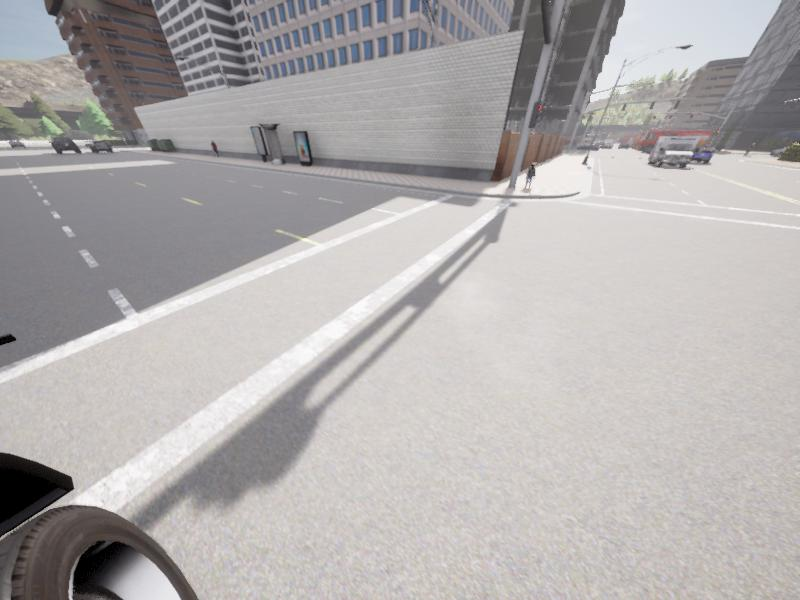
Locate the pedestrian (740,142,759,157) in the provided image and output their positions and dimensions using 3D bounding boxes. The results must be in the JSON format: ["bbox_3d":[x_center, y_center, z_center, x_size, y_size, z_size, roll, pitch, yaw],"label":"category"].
[{"bbox_3d":[54.287,-23.409,35.884,0.751,1.860,0.751,-28,44,-34],"label":"pedestrian"}]

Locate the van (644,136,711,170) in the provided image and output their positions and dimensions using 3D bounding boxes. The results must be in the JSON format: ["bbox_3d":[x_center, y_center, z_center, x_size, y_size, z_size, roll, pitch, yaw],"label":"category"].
[{"bbox_3d":[26.373,-14.322,22.356,2.351,2.431,6.366,22,41,28],"label":"van"}]

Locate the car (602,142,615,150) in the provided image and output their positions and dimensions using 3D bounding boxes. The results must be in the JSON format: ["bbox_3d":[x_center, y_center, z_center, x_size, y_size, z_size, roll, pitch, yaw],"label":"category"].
[{"bbox_3d":[52.430,-38.840,58.196,2.033,1.411,5.357,22,41,28],"label":"car"}]

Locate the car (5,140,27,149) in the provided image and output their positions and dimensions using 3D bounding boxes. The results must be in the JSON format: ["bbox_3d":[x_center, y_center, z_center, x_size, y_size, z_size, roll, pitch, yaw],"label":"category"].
[{"bbox_3d":[-81.545,-33.166,49.090,4.193,1.474,1.816,22,41,28],"label":"car"}]

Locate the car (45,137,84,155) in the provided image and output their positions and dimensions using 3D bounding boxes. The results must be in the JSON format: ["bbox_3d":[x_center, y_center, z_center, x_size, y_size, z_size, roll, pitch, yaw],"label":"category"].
[{"bbox_3d":[-49.937,-22.980,34.363,5.566,2.045,2.150,22,41,28],"label":"car"}]

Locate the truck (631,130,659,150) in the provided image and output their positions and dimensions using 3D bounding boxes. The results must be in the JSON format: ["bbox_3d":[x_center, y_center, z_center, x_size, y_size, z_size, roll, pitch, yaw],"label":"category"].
[{"bbox_3d":[62.071,-40.698,58.795,2.891,3.827,8.468,22,41,28],"label":"truck"}]

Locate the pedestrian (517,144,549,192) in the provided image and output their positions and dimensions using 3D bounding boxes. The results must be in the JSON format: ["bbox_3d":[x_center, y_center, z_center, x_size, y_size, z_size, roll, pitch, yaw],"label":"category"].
[{"bbox_3d":[6.144,-6.112,10.711,0.751,1.860,0.751,17,39,23],"label":"pedestrian"}]

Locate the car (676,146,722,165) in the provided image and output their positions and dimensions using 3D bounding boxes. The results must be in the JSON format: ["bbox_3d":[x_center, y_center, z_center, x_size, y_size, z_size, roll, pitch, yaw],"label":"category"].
[{"bbox_3d":[33.644,-16.408,26.146,2.007,1.525,4.514,23,41,29],"label":"car"}]

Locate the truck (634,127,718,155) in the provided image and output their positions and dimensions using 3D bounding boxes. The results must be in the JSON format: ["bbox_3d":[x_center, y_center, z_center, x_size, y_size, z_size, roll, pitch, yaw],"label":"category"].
[{"bbox_3d":[48.240,-28.211,40.987,8.468,3.827,2.891,21,40,27],"label":"truck"}]

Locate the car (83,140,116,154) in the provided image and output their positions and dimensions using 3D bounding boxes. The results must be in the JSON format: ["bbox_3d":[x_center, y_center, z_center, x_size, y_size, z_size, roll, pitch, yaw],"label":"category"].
[{"bbox_3d":[-47.867,-24.435,36.791,4.856,1.649,2.033,22,41,28],"label":"car"}]

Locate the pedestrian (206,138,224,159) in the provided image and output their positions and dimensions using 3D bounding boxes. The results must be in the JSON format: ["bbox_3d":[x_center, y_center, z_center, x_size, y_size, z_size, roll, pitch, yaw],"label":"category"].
[{"bbox_3d":[-20.541,-16.807,25.657,0.751,1.860,0.751,25,42,30],"label":"pedestrian"}]

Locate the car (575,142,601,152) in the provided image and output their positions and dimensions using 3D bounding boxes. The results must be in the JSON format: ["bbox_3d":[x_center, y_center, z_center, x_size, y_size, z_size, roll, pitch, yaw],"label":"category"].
[{"bbox_3d":[40.239,-32.833,49.490,3.988,1.617,1.851,22,40,27],"label":"car"}]

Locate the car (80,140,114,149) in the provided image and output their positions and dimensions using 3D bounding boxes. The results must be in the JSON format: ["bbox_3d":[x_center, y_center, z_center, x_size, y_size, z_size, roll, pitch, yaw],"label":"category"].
[{"bbox_3d":[-62.916,-32.319,48.035,1.789,1.549,3.705,22,41,28],"label":"car"}]

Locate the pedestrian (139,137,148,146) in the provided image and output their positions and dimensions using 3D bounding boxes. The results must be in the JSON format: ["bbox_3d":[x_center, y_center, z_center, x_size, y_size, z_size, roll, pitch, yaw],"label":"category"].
[{"bbox_3d":[-65.739,-40.621,59.236,0.751,1.860,0.751,-27,43,-33],"label":"pedestrian"}]
